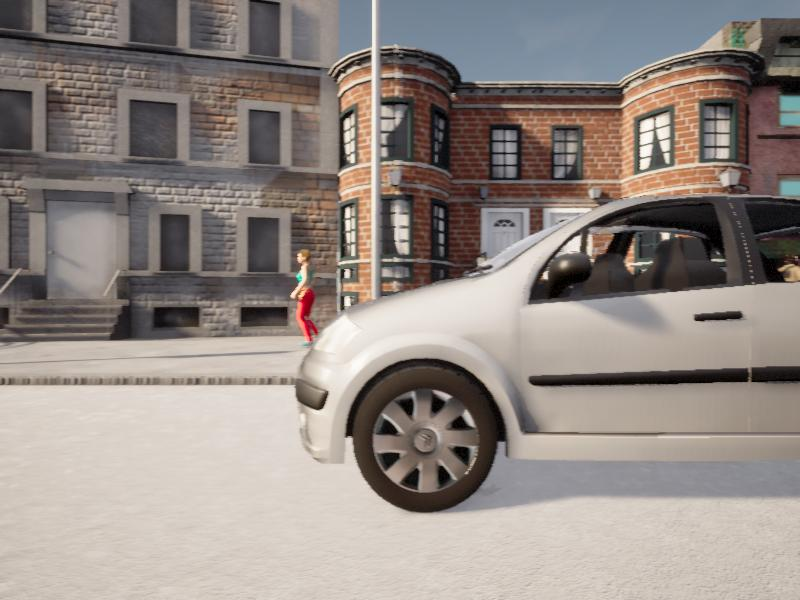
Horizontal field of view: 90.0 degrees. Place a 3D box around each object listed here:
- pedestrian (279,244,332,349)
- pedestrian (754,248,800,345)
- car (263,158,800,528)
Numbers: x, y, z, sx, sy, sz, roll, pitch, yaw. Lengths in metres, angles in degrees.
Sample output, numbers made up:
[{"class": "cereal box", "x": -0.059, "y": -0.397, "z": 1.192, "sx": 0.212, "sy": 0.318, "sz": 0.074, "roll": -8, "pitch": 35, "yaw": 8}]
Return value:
[{"class": "pedestrian", "x": -1.753, "y": -0.067, "z": 7.511, "sx": 0.751, "sy": 1.860, "sz": 0.751, "roll": 0, "pitch": 0, "yaw": 5}, {"class": "pedestrian", "x": 7.810, "y": -0.067, "z": 8.035, "sx": 0.751, "sy": 1.860, "sz": 0.751, "roll": 0, "pitch": 0, "yaw": -9}, {"class": "car", "x": 1.385, "y": 0.188, "z": 2.693, "sx": 3.988, "sy": 1.617, "sz": 1.851, "roll": 0, "pitch": 0, "yaw": -1}]
